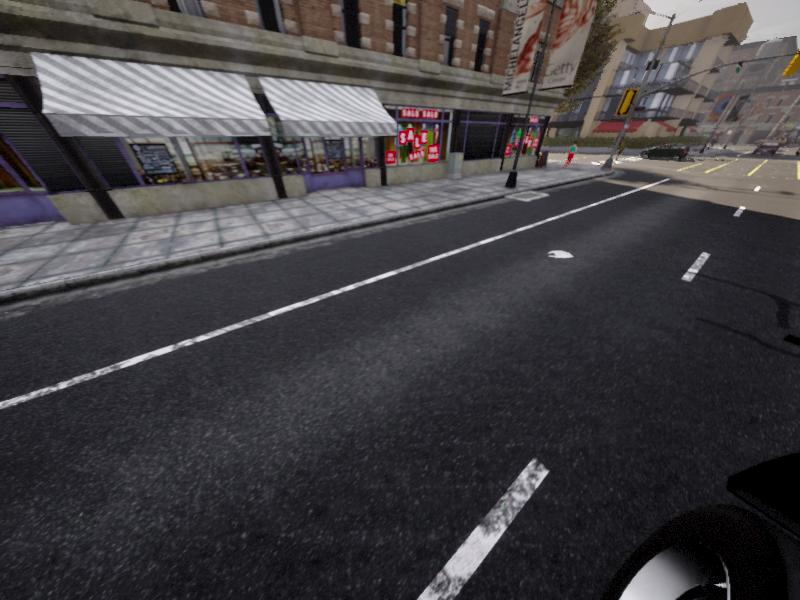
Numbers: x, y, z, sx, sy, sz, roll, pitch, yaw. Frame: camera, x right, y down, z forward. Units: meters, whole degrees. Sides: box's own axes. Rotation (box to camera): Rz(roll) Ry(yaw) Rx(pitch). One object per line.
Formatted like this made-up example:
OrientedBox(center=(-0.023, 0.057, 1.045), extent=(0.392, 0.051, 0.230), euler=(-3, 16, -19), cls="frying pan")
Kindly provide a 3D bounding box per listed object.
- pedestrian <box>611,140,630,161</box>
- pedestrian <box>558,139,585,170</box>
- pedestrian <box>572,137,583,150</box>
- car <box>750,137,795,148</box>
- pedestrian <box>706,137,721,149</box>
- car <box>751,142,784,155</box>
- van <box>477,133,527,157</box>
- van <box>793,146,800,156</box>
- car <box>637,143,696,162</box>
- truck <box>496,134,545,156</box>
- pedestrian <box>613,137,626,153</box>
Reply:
OrientedBox(center=(23.506, -15.975, 24.675), extent=(0.751, 1.860, 0.751), euler=(22, 41, 28), cls="pedestrian")
OrientedBox(center=(12.628, -10.720, 17.060), extent=(0.751, 1.860, 0.751), euler=(-23, 41, -29), cls="pedestrian")
OrientedBox(center=(31.258, -27.566, 40.761), extent=(0.751, 1.860, 0.751), euler=(-23, 41, -29), cls="pedestrian")
OrientedBox(center=(81.715, -34.718, 50.766), extent=(1.932, 1.855, 4.605), euler=(-13, 37, -17), cls="car")
OrientedBox(center=(56.535, -28.353, 41.668), extent=(0.751, 1.860, 0.751), euler=(-16, 38, -21), cls="pedestrian")
OrientedBox(center=(51.411, -21.225, 32.284), extent=(4.674, 1.442, 1.812), euler=(-22, 41, -28), cls="car")
OrientedBox(center=(14.030, -21.707, 32.325), extent=(1.988, 2.561, 5.915), euler=(-23, 41, -29), cls="van")
OrientedBox(center=(52.940, -19.622, 29.483), extent=(4.480, 2.038, 2.069), euler=(-23, 41, -28), cls="van")
OrientedBox(center=(29.041, -16.244, 25.323), extent=(1.789, 1.549, 3.705), euler=(-23, 41, -28), cls="car")
OrientedBox(center=(17.293, -22.542, 33.540), extent=(2.627, 2.467, 5.204), euler=(-23, 41, -28), cls="truck")
OrientedBox(center=(32.781, -23.130, 34.467), extent=(0.751, 1.860, 0.751), euler=(25, 42, 31), cls="pedestrian")
